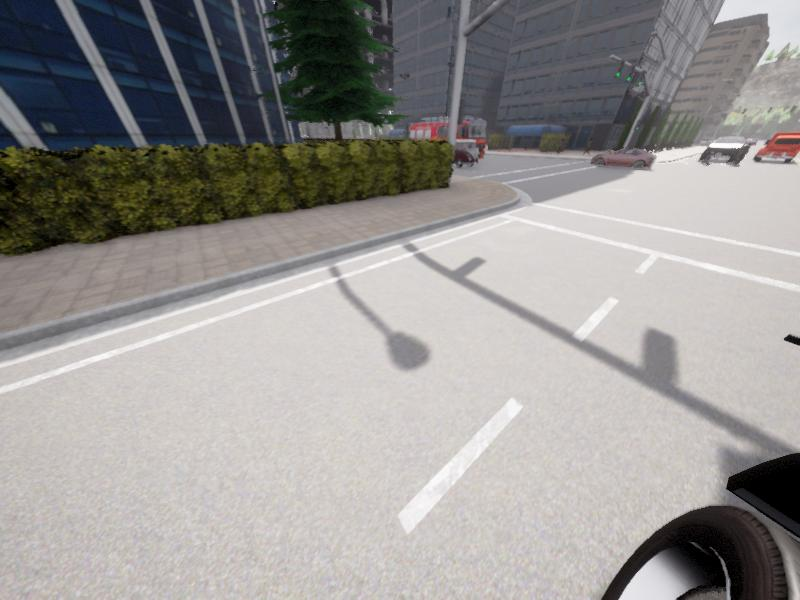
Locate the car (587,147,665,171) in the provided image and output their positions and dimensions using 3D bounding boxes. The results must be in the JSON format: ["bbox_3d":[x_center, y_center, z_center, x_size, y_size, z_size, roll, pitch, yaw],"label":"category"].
[{"bbox_3d":[18.851,-11.987,19.500,1.994,1.385,4.181,-25,42,-30],"label":"car"}]

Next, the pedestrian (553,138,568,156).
[{"bbox_3d":[19.564,-18.679,28.185,0.751,1.860,0.751,28,44,34],"label":"pedestrian"}]

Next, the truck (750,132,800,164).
[{"bbox_3d":[38.638,-15.456,23.356,5.204,2.467,2.627,-24,42,-30],"label":"truck"}]

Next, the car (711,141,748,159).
[{"bbox_3d":[40.402,-18.414,28.280,5.366,1.575,1.801,-24,42,-30],"label":"car"}]

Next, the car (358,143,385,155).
[{"bbox_3d":[-4.270,-22.393,34.233,1.994,1.385,4.181,-25,42,-31],"label":"car"}]

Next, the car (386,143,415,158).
[{"bbox_3d":[0.032,-19.307,29.734,1.845,1.501,3.633,-25,42,-30],"label":"car"}]

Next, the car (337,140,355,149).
[{"bbox_3d":[-12.090,-34.735,51.524,1.837,1.490,4.892,-25,42,-30],"label":"car"}]

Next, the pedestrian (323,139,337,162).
[{"bbox_3d":[-6.797,-14.533,22.451,0.751,1.860,0.751,-24,42,-30],"label":"pedestrian"}]

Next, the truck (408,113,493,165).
[{"bbox_3d":[4.707,-16.806,24.215,2.891,3.827,8.468,-25,42,-30],"label":"truck"}]

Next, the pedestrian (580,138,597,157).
[{"bbox_3d":[22.195,-17.984,27.197,0.751,1.860,0.751,-24,42,-30],"label":"pedestrian"}]

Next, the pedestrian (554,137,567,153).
[{"bbox_3d":[23.426,-22.608,33.696,0.751,1.860,0.751,-8,36,-11],"label":"pedestrian"}]

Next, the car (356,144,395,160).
[{"bbox_3d":[-3.092,-18.266,28.399,2.033,1.411,5.357,-25,42,-30],"label":"car"}]

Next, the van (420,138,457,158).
[{"bbox_3d":[4.967,-20.032,30.342,4.442,1.987,1.775,26,43,32],"label":"van"}]

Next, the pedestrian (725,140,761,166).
[{"bbox_3d":[29.695,-12.730,20.038,0.751,1.860,0.751,-13,37,-18],"label":"pedestrian"}]

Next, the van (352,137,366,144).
[{"bbox_3d":[-15.079,-58.601,84.657,4.480,2.038,2.069,-24,42,-30],"label":"van"}]

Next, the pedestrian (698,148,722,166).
[{"bbox_3d":[27.805,-12.858,20.709,0.751,1.300,0.751,-26,43,-32],"label":"pedestrian"}]

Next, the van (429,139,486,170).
[{"bbox_3d":[4.799,-12.720,20.051,1.775,1.987,4.442,-25,42,-30],"label":"van"}]

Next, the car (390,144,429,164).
[{"bbox_3d":[0.904,-15.371,24.237,1.970,1.475,3.806,-24,42,-30],"label":"car"}]

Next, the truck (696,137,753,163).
[{"bbox_3d":[34.164,-15.869,24.274,6.274,2.098,2.390,-24,42,-30],"label":"truck"}]

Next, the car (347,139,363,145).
[{"bbox_3d":[-15.807,-55.422,80.784,5.027,1.651,2.152,-24,42,-30],"label":"car"}]
